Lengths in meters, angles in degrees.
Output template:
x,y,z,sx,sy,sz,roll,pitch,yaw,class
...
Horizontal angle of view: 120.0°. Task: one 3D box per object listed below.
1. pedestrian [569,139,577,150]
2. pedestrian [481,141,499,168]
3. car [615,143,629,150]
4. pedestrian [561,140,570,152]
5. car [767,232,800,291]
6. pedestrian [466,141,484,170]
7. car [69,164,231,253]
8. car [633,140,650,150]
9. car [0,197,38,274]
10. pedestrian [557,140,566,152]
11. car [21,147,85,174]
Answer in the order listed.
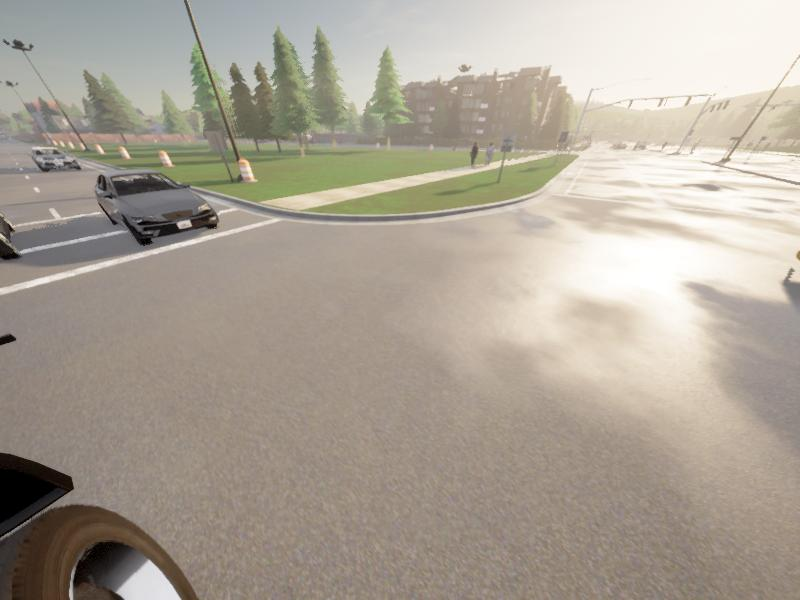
x,y,z,sx,sy,sz,roll,pitch,yaw,class
37.841,-34.068,50.603,0.751,1.860,0.751,27,43,32,pedestrian
7.440,-12.080,19.171,0.751,1.860,0.751,26,42,31,pedestrian
54.673,-37.919,56.996,1.895,1.301,4.718,22,41,28,car
32.315,-30.034,45.100,0.751,1.860,0.751,28,43,33,pedestrian
7.193,0.150,2.384,1.801,1.575,5.366,23,41,28,car
5.798,-11.258,17.993,0.751,1.860,0.751,26,43,32,pedestrian
-7.073,-2.817,6.557,4.193,1.474,1.816,22,41,28,car
57.218,-36.713,54.821,1.905,1.878,3.866,22,41,28,car
-10.239,-1.668,4.868,4.902,1.511,2.128,22,41,28,car
31.652,-30.196,45.325,0.751,1.860,0.751,25,42,30,pedestrian
-26.158,-10.610,17.431,3.806,1.475,1.970,22,41,28,car
